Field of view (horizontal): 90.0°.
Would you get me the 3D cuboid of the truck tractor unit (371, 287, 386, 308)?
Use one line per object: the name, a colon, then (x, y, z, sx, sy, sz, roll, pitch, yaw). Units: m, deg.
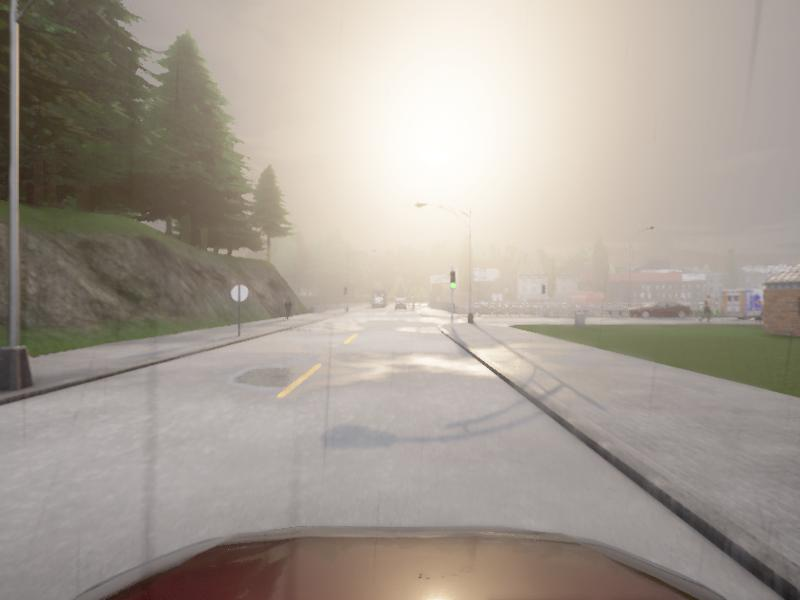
truck tractor unit: (-4.346, -0.488, 82.868, 3.053, 4.208, 6.516, 0, 0, -2)

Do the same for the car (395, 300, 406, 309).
car: (0.080, 0.858, 71.686, 2.038, 1.542, 4.974, 0, 0, 0)

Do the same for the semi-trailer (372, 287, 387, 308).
semi-trailer: (-4.462, -0.578, 90.777, 2.717, 4.402, 14.254, 0, 0, 0)

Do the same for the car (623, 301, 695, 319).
car: (22.466, 0.838, 34.841, 5.008, 1.535, 1.882, 0, 0, 1)

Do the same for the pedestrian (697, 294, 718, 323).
pedestrian: (19.743, 0.544, 25.676, 0.751, 1.860, 0.751, 0, 0, 1)

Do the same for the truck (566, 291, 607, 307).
truck: (44.941, -0.278, 96.528, 8.468, 3.827, 2.891, 0, 0, 0)

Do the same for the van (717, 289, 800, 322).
van: (28.576, 0.391, 30.852, 6.366, 2.431, 2.351, 0, 0, 0)

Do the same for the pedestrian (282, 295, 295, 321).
pedestrian: (-8.123, 0.546, 29.135, 0.751, 1.860, 0.751, 0, 0, 2)
